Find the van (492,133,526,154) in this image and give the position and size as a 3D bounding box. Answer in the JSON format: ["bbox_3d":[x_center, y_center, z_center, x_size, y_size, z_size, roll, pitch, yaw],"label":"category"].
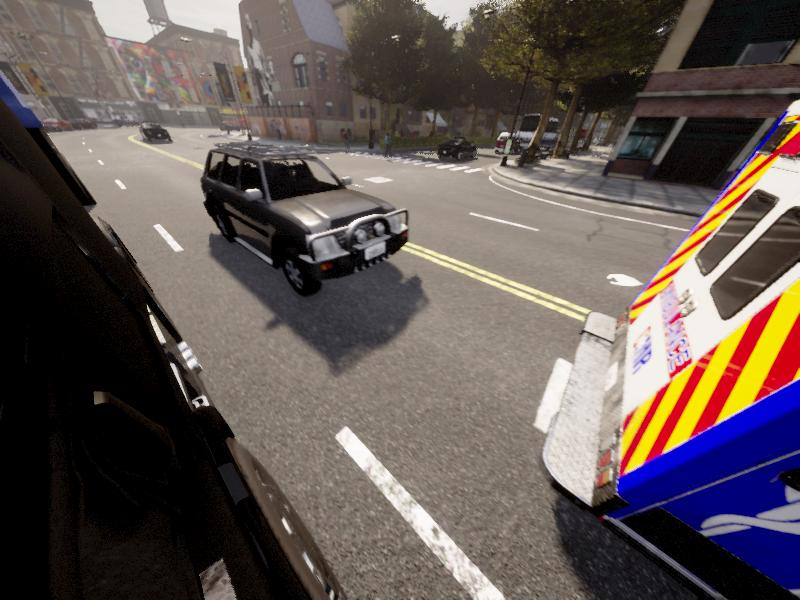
[{"bbox_3d":[13.649,-19.628,28.933,2.069,2.038,4.480,29,44,30],"label":"van"}]

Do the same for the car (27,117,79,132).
[{"bbox_3d":[-44.451,-22.626,29.774,2.002,1.452,4.674,-17,41,-24],"label":"car"}]

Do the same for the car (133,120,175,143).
[{"bbox_3d":[-25.831,-17.683,24.203,5.238,1.638,1.930,31,45,32],"label":"car"}]

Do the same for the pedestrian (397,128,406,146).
[{"bbox_3d":[0.199,-21.592,30.563,0.751,1.860,0.751,24,42,26],"label":"pedestrian"}]

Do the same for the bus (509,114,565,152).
[{"bbox_3d":[21.286,-25.745,35.715,3.944,4.253,10.273,29,44,30],"label":"bus"}]

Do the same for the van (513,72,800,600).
[{"bbox_3d":[4.069,1.312,0.130,6.366,2.431,2.351,29,44,30],"label":"van"}]

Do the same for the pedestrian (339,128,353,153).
[{"bbox_3d":[-4.948,-14.732,21.360,0.751,1.860,0.751,28,44,29],"label":"pedestrian"}]

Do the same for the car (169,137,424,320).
[{"bbox_3d":[-2.072,-1.838,4.397,4.605,1.855,1.932,29,44,30],"label":"car"}]

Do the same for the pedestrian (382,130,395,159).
[{"bbox_3d":[-0.955,-12.596,18.767,0.751,1.860,0.751,-26,45,-33],"label":"pedestrian"}]

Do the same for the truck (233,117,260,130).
[{"bbox_3d":[-41.218,-47.478,62.221,2.627,2.467,5.204,15,39,16],"label":"truck"}]

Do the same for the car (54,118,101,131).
[{"bbox_3d":[-47.054,-25.710,33.843,1.895,1.301,4.718,-10,39,-17],"label":"car"}]

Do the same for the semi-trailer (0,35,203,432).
[{"bbox_3d":[-8.767,-3.560,4.156,14.254,4.402,2.717,27,43,29],"label":"semi-trailer"}]

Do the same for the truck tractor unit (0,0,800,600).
[{"bbox_3d":[-2.645,-0.295,0.351,6.516,4.208,3.053,28,44,30],"label":"truck tractor unit"}]

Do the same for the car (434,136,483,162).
[{"bbox_3d":[5.436,-13.891,21.113,1.930,1.638,5.238,27,43,29],"label":"car"}]

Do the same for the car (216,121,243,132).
[{"bbox_3d":[-37.622,-38.473,51.232,2.242,1.667,4.611,5,37,3],"label":"car"}]
